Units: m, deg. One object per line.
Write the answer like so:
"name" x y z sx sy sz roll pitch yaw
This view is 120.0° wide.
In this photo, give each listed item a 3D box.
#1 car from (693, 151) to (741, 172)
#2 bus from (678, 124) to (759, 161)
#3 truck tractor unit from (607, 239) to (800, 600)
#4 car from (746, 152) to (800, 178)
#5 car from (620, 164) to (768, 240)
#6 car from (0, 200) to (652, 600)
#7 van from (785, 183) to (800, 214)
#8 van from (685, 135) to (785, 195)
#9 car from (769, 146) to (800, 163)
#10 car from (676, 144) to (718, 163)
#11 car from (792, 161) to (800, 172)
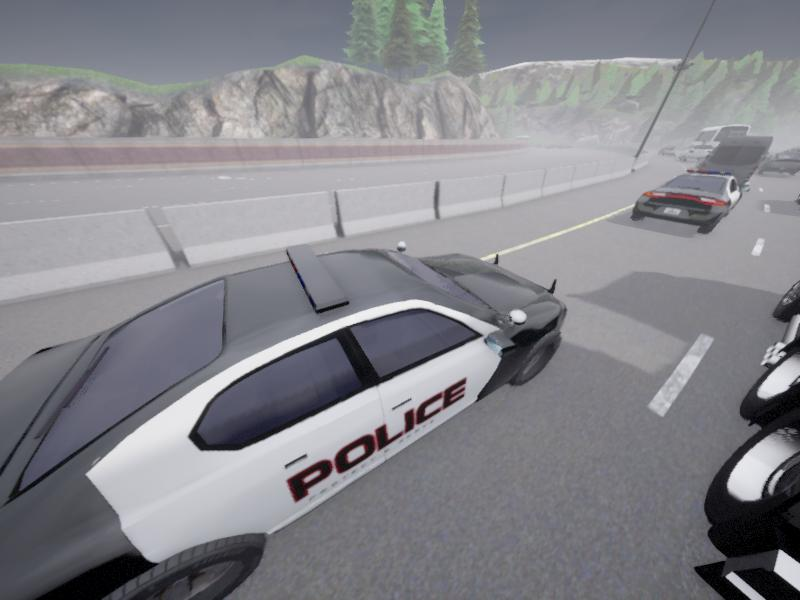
"car" 30.511 -13.504 22.403 2.007 1.525 4.514 30 44 35
"bus" 50.251 -25.269 37.137 3.944 4.253 10.273 22 40 28
"truck tractor unit" 5.067 -0.342 0.844 6.516 4.208 3.053 -20 40 -26
"car" 32.001 -11.519 19.562 4.902 1.511 2.128 -29 44 -35
"car" 10.164 -3.607 7.964 4.974 1.542 2.038 -21 40 -28
"car" -0.286 0.282 2.271 4.974 1.542 2.038 -18 39 -25
"van" 17.602 -4.484 8.833 4.480 2.038 2.069 -23 41 -31
"van" 19.397 -8.048 13.558 5.915 2.561 1.988 -25 42 -32
"car" 53.169 -19.640 31.115 1.932 1.855 4.605 23 41 29
"car" 40.849 -20.370 31.934 2.150 2.045 5.566 24 41 30
"car" 38.259 -12.332 20.811 1.816 1.474 4.193 28 44 34
